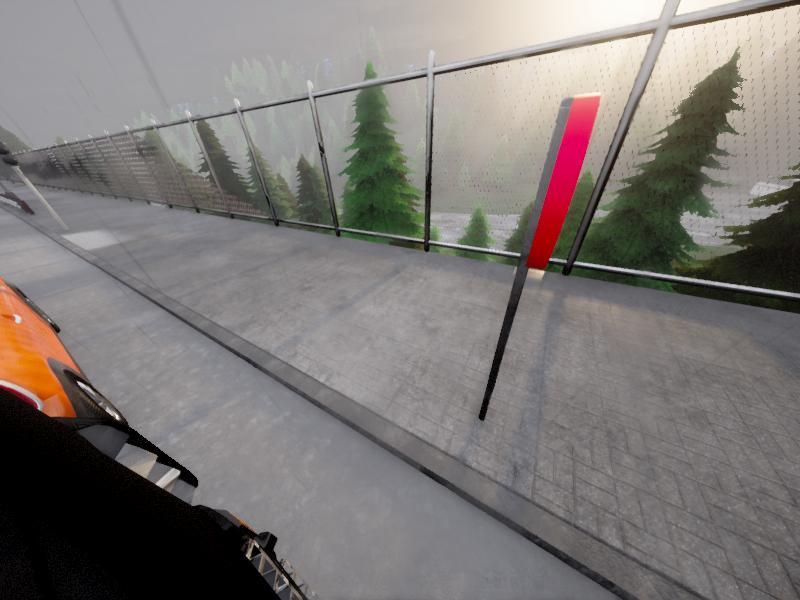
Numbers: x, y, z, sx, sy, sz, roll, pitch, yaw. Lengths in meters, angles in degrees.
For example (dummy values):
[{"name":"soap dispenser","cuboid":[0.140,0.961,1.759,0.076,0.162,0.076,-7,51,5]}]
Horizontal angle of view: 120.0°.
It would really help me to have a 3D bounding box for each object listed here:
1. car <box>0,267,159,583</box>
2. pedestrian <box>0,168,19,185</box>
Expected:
[{"name":"car","cuboid":[-4.632,0.597,1.776,4.553,1.767,2.097,16,38,26]},{"name":"pedestrian","cuboid":[-52.290,-16.419,30.748,0.751,1.860,0.751,17,38,27]}]
